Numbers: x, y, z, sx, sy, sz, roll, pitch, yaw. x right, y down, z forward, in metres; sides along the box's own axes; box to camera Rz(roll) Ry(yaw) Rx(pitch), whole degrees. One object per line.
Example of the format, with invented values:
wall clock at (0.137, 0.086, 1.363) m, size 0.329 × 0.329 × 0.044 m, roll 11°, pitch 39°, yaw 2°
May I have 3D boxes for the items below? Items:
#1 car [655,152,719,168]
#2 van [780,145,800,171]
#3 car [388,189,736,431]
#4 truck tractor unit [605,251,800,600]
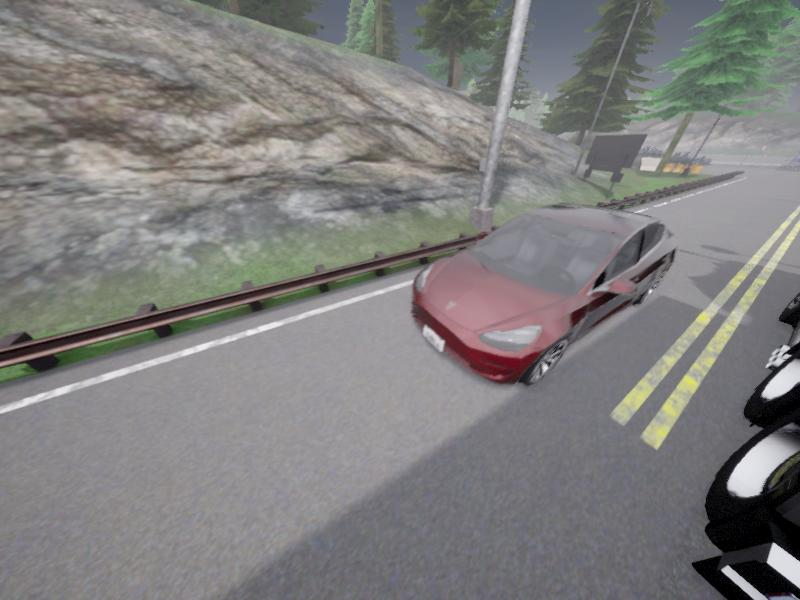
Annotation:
car at (38.184, -18.803, 30.901) m, size 2.128 × 1.511 × 4.902 m, roll -20°, pitch 39°, yaw -27°
van at (47.003, -14.993, 24.525) m, size 2.351 × 2.431 × 6.366 m, roll -19°, pitch 39°, yaw -26°
car at (2.449, -0.570, 3.616) m, size 4.792 × 1.488 × 2.163 m, roll -19°, pitch 39°, yaw -26°
truck tractor unit at (5.084, -0.324, 0.828) m, size 6.516 × 4.208 × 3.053 m, roll -19°, pitch 39°, yaw -25°
